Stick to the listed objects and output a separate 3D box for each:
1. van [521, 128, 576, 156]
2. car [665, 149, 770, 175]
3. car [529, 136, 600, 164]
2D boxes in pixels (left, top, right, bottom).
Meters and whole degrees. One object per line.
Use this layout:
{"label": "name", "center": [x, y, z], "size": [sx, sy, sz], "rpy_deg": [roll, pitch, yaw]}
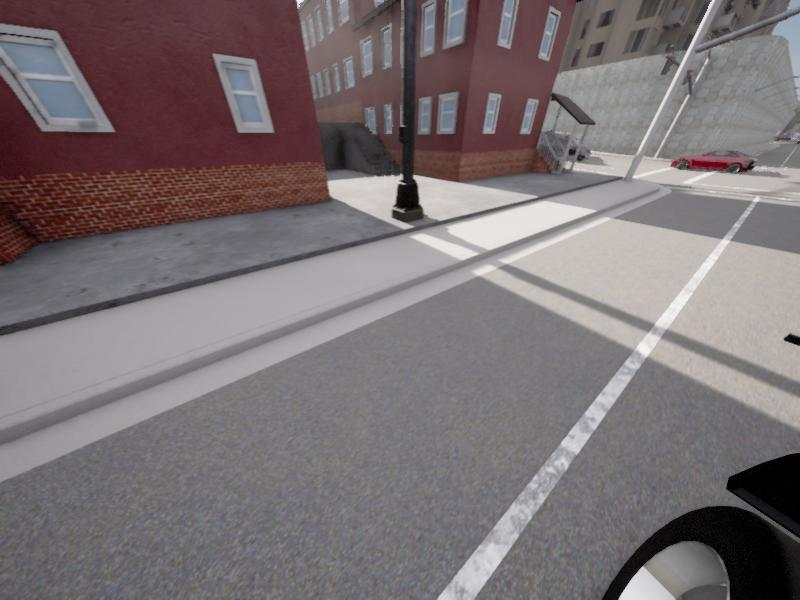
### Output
{"label": "van", "center": [16.452, -17.730, 25.866], "size": [1.775, 1.987, 4.442], "rpy_deg": [-23, 48, -29]}
{"label": "car", "center": [23.675, -10.529, 17.475], "size": [1.994, 1.385, 4.181], "rpy_deg": [-18, 39, -23]}
{"label": "car", "center": [15.529, -14.453, 22.118], "size": [2.033, 1.649, 4.856], "rpy_deg": [-22, 46, -28]}
